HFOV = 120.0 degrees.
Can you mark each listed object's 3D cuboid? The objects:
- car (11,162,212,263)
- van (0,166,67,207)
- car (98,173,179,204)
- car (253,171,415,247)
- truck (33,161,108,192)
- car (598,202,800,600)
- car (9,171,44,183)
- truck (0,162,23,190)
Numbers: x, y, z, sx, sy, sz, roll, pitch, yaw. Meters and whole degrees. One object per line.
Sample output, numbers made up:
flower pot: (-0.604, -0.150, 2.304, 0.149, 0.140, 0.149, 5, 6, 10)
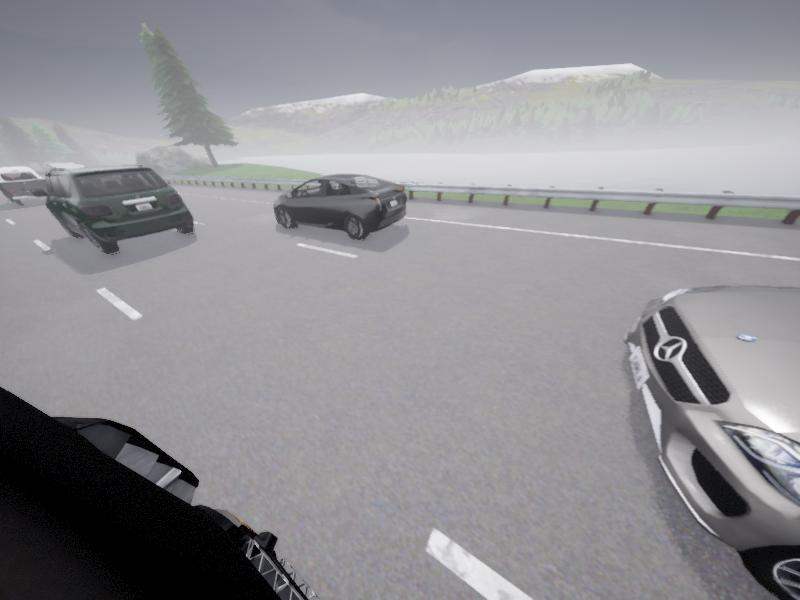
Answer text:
car: (-8.963, -3.008, 7.217, 5.566, 2.045, 2.150, 16, 38, 26)
van: (-24.858, -7.563, 15.200, 4.480, 2.038, 2.069, 16, 38, 26)
car: (-16.514, -7.126, 14.574, 4.718, 1.301, 1.895, 16, 38, 26)
car: (-1.997, -3.057, 7.215, 4.514, 1.525, 2.007, 16, 38, 26)
truck: (-30.274, -11.399, 21.252, 6.274, 2.098, 2.390, 16, 38, 26)
car: (4.204, 0.941, 0.723, 5.027, 1.651, 2.152, 16, 38, 26)
car: (-54.024, -17.881, 33.414, 4.718, 1.301, 1.895, 16, 38, 26)
truck: (-44.465, -13.354, 24.934, 5.204, 2.467, 2.627, 17, 39, 25)
